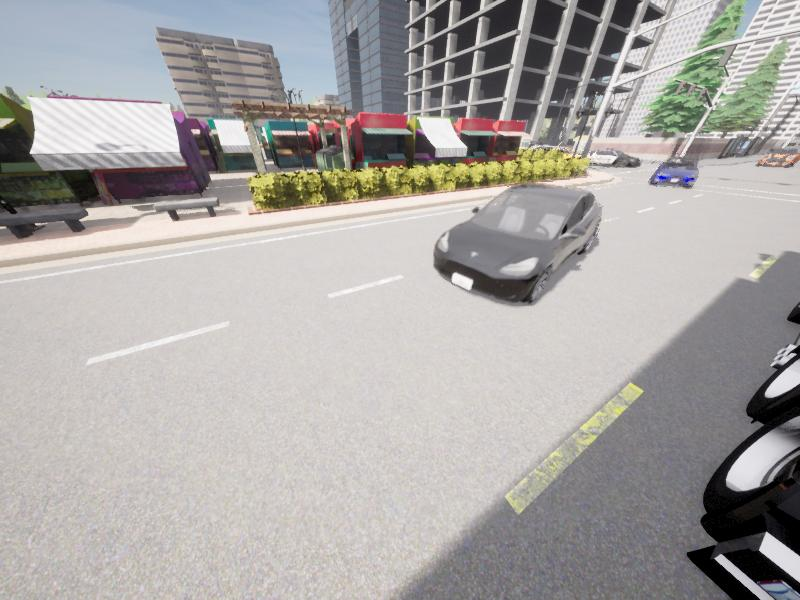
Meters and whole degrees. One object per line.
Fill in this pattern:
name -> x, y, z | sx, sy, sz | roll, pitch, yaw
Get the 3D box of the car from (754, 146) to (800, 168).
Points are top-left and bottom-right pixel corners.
car -> 41.590, -15.602, 25.132 | 4.553, 1.767, 2.097 | -18, 39, -24

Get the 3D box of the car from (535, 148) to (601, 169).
car -> 16.825, -14.508, 23.498 | 1.882, 1.535, 5.008 | -18, 39, -24

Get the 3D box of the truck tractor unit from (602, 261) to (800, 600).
truck tractor unit -> 5.104, -0.307, 0.788 | 6.516, 4.208, 3.053 | -19, 39, -24

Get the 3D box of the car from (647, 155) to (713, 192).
car -> 16.715, -7.756, 13.961 | 1.816, 1.474, 4.193 | 29, 44, 34

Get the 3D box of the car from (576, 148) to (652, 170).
car -> 21.134, -14.229, 23.137 | 2.038, 1.542, 4.974 | -18, 39, -24

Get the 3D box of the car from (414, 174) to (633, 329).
car -> 2.788, -1.565, 4.966 | 4.792, 1.488, 2.163 | -28, 44, -34

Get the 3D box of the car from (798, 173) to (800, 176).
car -> 33.783, -9.804, 16.831 | 4.611, 1.667, 2.242 | 2, 35, 2
